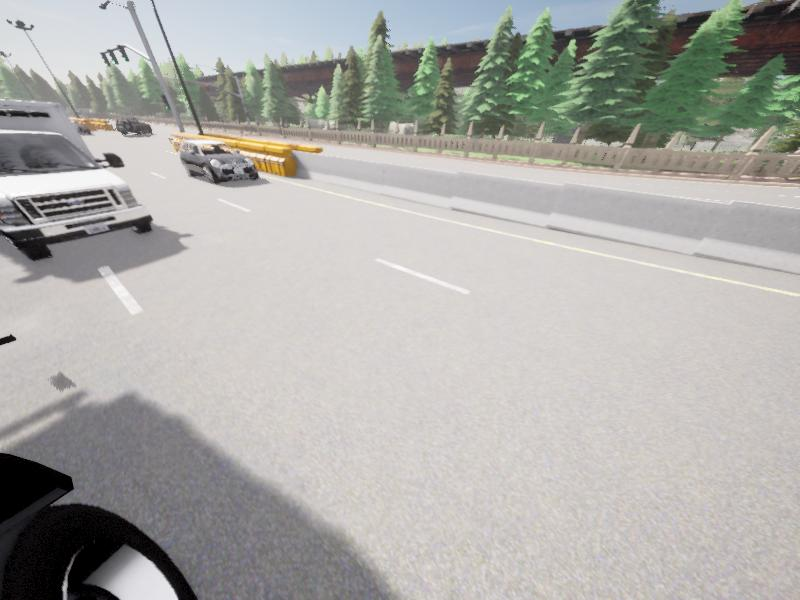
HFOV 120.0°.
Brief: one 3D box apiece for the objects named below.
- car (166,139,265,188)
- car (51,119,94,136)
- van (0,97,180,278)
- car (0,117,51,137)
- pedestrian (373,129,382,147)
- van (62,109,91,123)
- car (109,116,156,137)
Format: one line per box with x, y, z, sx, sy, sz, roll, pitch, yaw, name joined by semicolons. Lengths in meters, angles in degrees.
-8.444;-6.407;10.633;3.806;1.475;1.970;25;42;26;car
-38.438;-20.292;27.119;4.181;1.385;1.994;24;41;26;car
-8.671;-2.918;5.152;6.366;2.431;2.351;19;40;20;van
-37.953;-17.515;23.416;5.357;1.411;2.033;25;42;26;car
-2.857;-20.505;29.298;0.751;1.860;0.751;25;42;27;pedestrian
-76.711;-43.704;54.773;6.366;2.431;2.351;25;42;26;van
-33.823;-22.075;29.417;1.932;1.855;4.605;-9;38;-18;car
